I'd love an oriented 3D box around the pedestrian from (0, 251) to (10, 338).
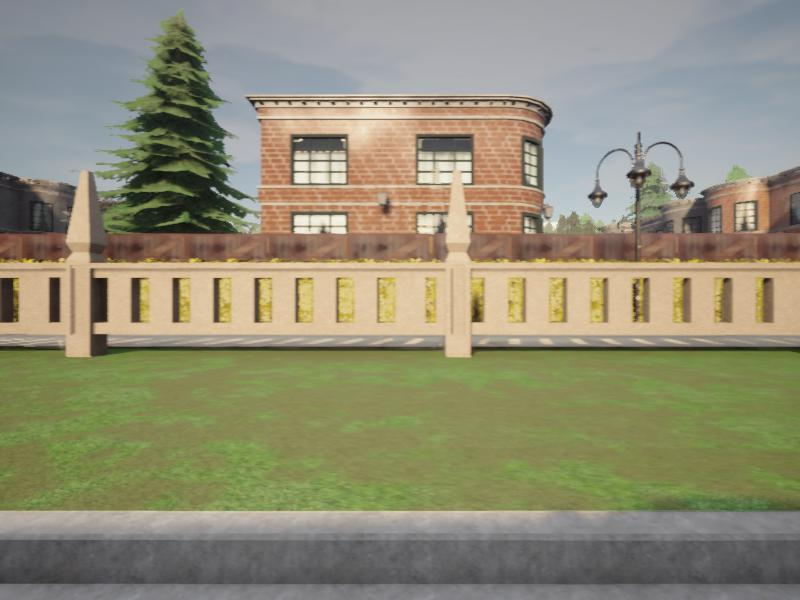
[{"bbox_3d":[-8.962,-0.118,8.420,0.751,1.860,0.751,0,0,0],"label":"pedestrian"}]
